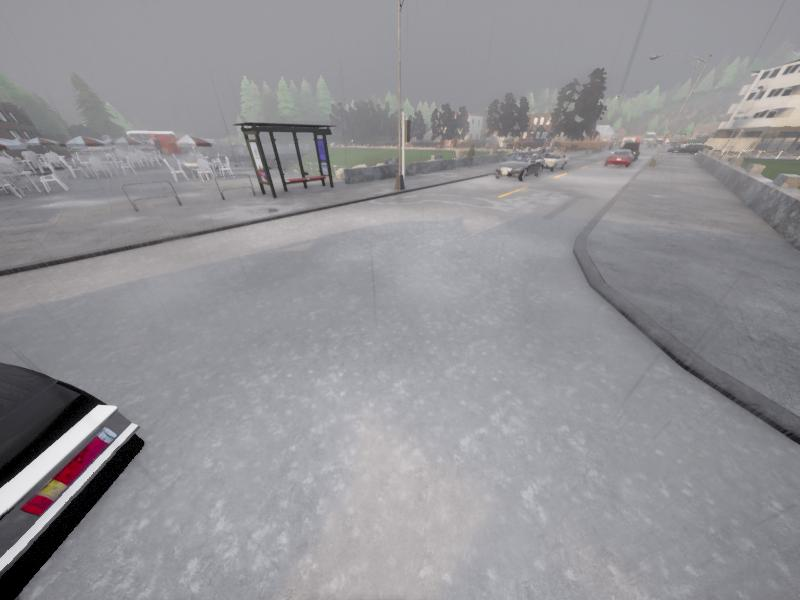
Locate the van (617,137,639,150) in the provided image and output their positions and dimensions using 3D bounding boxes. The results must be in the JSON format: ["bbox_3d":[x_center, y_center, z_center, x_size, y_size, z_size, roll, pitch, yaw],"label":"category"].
[{"bbox_3d":[54.907,-37.636,55.592,2.351,2.431,6.366,29,44,35],"label":"van"}]

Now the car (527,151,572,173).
[{"bbox_3d":[13.149,-12.144,20.234,1.895,1.301,4.718,29,44,35],"label":"car"}]

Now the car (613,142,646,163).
[{"bbox_3d":[26.933,-17.346,27.092,1.905,1.878,3.866,29,44,35],"label":"car"}]

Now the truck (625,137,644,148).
[{"bbox_3d":[66.159,-44.397,65.192,2.627,2.467,5.204,29,44,35],"label":"truck"}]

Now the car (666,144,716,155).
[{"bbox_3d":[47.565,-24.757,37.947,4.892,1.490,1.837,26,42,32],"label":"car"}]

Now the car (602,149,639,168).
[{"bbox_3d":[22.004,-14.163,23.010,1.994,1.385,4.181,27,43,33],"label":"car"}]

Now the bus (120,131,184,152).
[{"bbox_3d":[-64.342,-41.444,60.311,3.944,4.253,10.273,29,44,35],"label":"bus"}]

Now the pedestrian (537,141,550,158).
[{"bbox_3d":[19.819,-20.799,31.909,0.751,1.860,0.751,29,44,35],"label":"pedestrian"}]

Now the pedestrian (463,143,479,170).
[{"bbox_3d":[5.955,-11.996,19.354,0.751,1.860,0.751,29,44,35],"label":"pedestrian"}]

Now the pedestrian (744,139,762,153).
[{"bbox_3d":[56.970,-24.885,37.314,0.751,1.860,0.751,29,44,35],"label":"pedestrian"}]

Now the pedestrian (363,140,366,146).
[{"bbox_3d":[-14.294,-63.051,92.890,0.751,1.860,0.751,26,42,32],"label":"pedestrian"}]

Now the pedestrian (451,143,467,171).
[{"bbox_3d":[4.831,-11.826,19.119,0.751,1.860,0.751,28,44,34],"label":"pedestrian"}]

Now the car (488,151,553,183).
[{"bbox_3d":[8.412,-9.315,16.013,2.128,1.511,4.902,29,45,35],"label":"car"}]

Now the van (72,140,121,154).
[{"bbox_3d":[-68.690,-34.881,52.505,2.351,2.431,6.366,29,44,35],"label":"van"}]
